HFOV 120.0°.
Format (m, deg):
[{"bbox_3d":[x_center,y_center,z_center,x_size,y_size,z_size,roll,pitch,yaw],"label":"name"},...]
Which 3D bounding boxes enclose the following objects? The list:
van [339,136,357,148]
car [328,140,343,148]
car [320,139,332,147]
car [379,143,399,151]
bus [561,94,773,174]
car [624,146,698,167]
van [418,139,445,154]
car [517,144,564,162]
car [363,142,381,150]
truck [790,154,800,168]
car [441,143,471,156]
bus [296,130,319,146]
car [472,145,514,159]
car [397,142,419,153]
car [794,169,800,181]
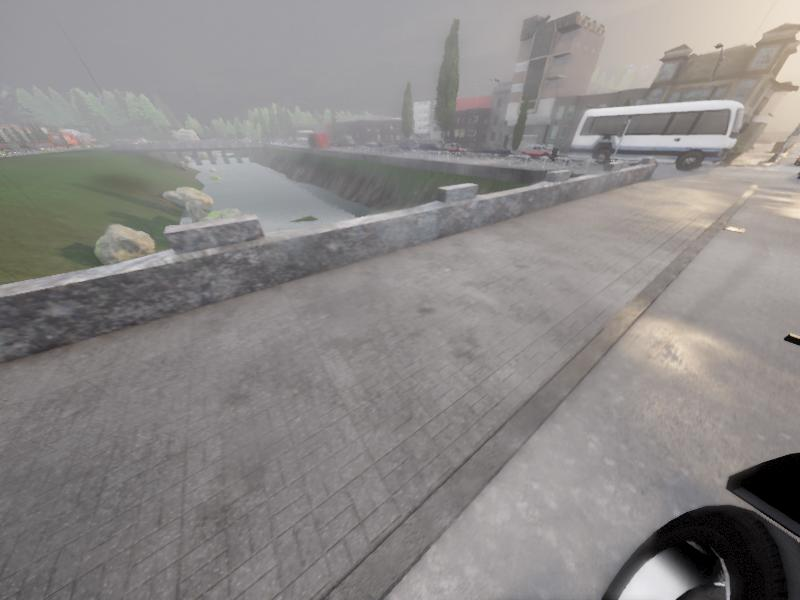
[{"bbox_3d":[-13.428,-40.772,59.622,1.988,2.561,5.915,-22,40,-28],"label":"van"},{"bbox_3d":[-18.347,-44.420,65.666,2.242,1.667,4.611,-22,41,-28],"label":"car"},{"bbox_3d":[-22.662,-48.075,70.631,1.905,1.878,3.866,-22,41,-28],"label":"car"},{"bbox_3d":[-2.282,-31.130,46.939,1.895,1.301,4.718,-22,41,-28],"label":"car"},{"bbox_3d":[20.738,-13.639,19.389,3.944,4.253,10.273,-23,41,-29],"label":"bus"},{"bbox_3d":[24.261,-13.471,21.621,1.994,1.385,4.181,-25,42,-30],"label":"car"},{"bbox_3d":[5.089,-25.367,38.109,1.775,1.987,4.442,-22,41,-28],"label":"van"},{"bbox_3d":[15.648,-16.494,25.884,1.970,1.475,3.806,-22,41,-28],"label":"car"},{"bbox_3d":[-6.276,-34.466,51.573,1.812,1.442,4.674,-22,41,-28],"label":"car"},{"bbox_3d":[35.749,-12.419,19.089,5.204,2.467,2.627,-22,41,-28],"label":"truck"},{"bbox_3d":[8.307,-22.518,34.485,1.970,1.475,3.806,-22,41,-28],"label":"car"},{"bbox_3d":[-33.045,-57.684,82.266,3.944,4.253,10.273,-22,41,-28],"label":"bus"},{"bbox_3d":[12.006,-19.414,30.211,1.895,1.301,4.718,-22,41,-28],"label":"car"},{"bbox_3d":[1.471,-28.127,42.495,1.816,1.474,4.193,-22,41,-28],"label":"car"},{"bbox_3d":[26.423,-8.143,14.113,4.718,1.301,1.895,-22,41,-28],"label":"car"}]
